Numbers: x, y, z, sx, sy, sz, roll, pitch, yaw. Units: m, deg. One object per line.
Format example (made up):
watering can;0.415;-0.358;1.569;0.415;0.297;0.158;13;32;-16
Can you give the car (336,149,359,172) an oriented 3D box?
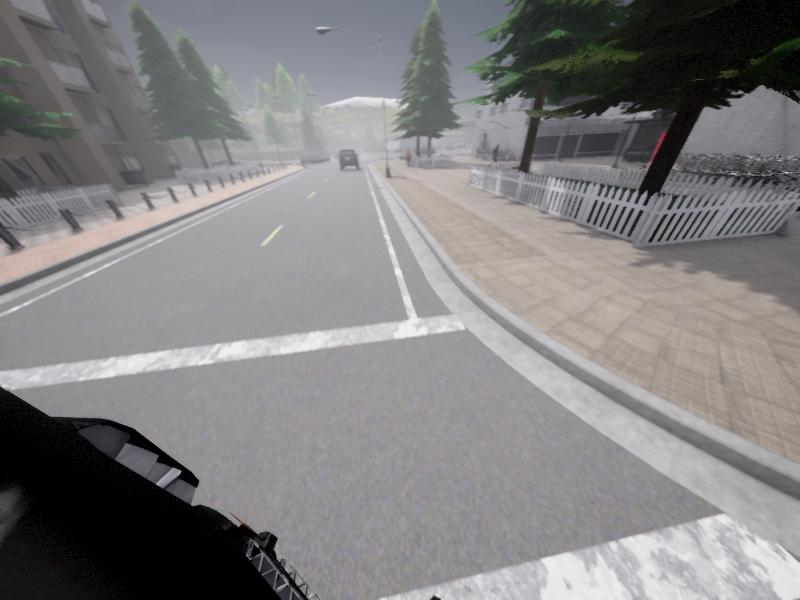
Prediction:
car;-6.100;-16.822;27.635;2.150;2.045;5.566;-7;34;-6

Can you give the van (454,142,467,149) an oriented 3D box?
van;23.336;-59.352;89.010;4.480;2.038;2.069;-6;34;-5

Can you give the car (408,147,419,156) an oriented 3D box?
car;3.082;-35.100;54.524;1.845;1.501;3.633;-6;34;-6

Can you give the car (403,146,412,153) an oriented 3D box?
car;2.520;-49.738;76.335;2.152;1.636;5.027;-6;34;-6

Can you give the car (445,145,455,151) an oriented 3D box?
car;15.314;-46.867;71.111;1.845;1.501;3.633;-6;34;-6

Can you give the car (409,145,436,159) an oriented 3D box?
car;4.214;-27.488;42.928;4.605;1.855;1.932;-7;34;-5

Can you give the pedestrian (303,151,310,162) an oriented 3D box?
pedestrian;-17.904;-27.481;44.240;0.751;1.860;0.751;-16;36;-19

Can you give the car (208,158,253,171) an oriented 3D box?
car;-27.141;-21.804;37.142;5.357;1.411;2.033;-6;34;-5

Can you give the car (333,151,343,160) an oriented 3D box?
car;-14.356;-33.706;53.872;1.789;1.549;3.705;-7;34;-6

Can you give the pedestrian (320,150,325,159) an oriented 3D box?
pedestrian;-18.687;-34.993;55.511;0.751;1.860;0.751;-8;34;-8

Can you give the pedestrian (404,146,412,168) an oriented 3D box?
pedestrian;0.872;-15.150;24.475;0.751;1.860;0.751;-6;34;-5

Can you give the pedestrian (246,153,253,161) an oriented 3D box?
pedestrian;-41.944;-39.837;64.412;0.751;1.860;0.751;26;43;36

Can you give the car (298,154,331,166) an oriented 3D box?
car;-14.648;-24.227;39.796;4.792;1.488;2.163;-18;37;-22

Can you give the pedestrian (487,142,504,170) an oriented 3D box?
pedestrian;7.824;-11.815;18.965;0.751;1.860;0.751;18;39;28

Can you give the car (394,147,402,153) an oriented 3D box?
car;-0.576;-49.354;76.000;2.007;1.523;4.514;-6;34;-6
